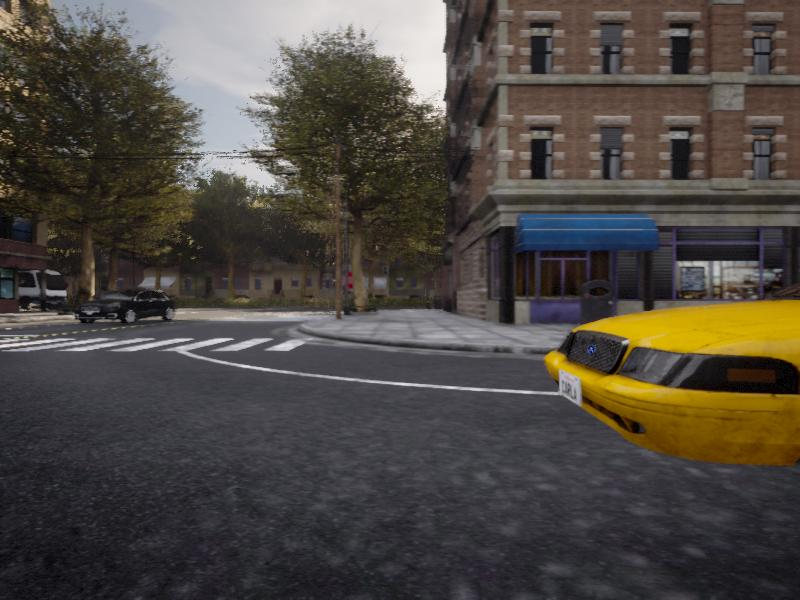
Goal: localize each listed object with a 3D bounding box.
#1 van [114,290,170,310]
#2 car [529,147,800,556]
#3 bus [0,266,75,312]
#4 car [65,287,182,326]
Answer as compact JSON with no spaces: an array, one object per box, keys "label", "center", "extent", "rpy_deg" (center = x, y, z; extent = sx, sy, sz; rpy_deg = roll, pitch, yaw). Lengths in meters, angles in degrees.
[{"label":"van","center":[-25.833,0.006,40.109],"extent":[4.442,1.987,1.775],"rpy_deg":[0,0,0]},{"label":"car","center":[3.722,0.201,2.336],"extent":[5.366,1.575,1.801],"rpy_deg":[0,0,3]},{"label":"bus","center":[-39.363,-1.133,40.148],"extent":[10.273,4.253,3.944],"rpy_deg":[1,0,0]},{"label":"car","center":[-11.821,0.247,17.602],"extent":[1.837,1.490,4.892],"rpy_deg":[0,0,-1]}]
